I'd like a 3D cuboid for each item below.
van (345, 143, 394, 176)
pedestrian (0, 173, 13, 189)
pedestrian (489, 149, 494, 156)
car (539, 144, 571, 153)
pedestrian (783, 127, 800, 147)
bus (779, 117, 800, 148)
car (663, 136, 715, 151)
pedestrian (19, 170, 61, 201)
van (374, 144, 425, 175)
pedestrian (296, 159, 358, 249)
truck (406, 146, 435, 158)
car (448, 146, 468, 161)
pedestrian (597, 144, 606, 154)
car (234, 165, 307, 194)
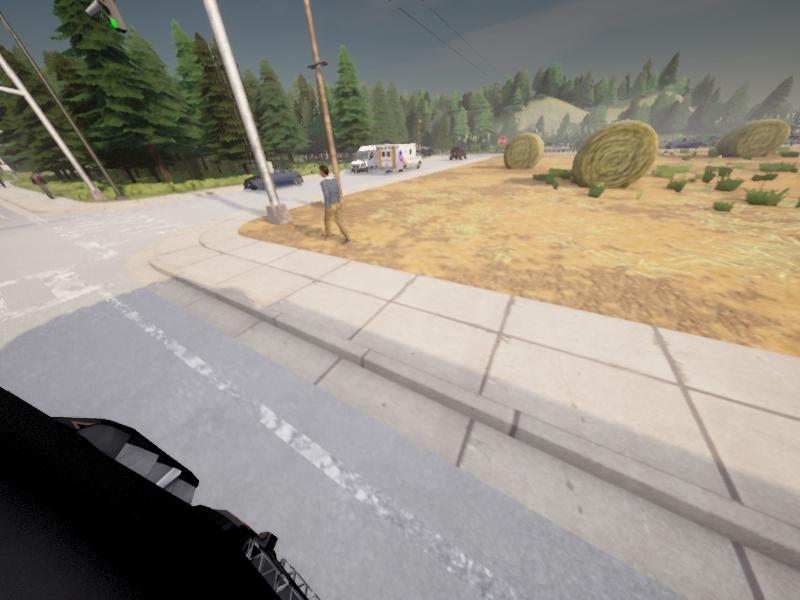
[{"bbox_3d":[-3.145,-15.739,25.752,1.988,2.561,5.915,16,39,27],"label":"van"},{"bbox_3d":[-48.341,-14.534,27.894,0.751,1.860,0.751,12,37,22],"label":"pedestrian"},{"bbox_3d":[15.761,-25.476,39.903,0.500,1.100,0.500,26,43,37],"label":"pedestrian"},{"bbox_3d":[29.019,-28.482,43.437,4.718,1.301,1.895,18,39,29],"label":"car"},{"bbox_3d":[44.292,-18.192,25.812,0.751,1.860,0.751,-30,42,-34],"label":"pedestrian"},{"bbox_3d":[52.744,-19.518,25.280,10.273,4.253,3.944,18,39,29],"label":"bus"},{"bbox_3d":[40.945,-22.259,32.898,4.193,1.474,1.816,18,39,29],"label":"car"},{"bbox_3d":[-24.956,-7.976,16.074,0.751,1.860,0.751,21,40,32],"label":"pedestrian"},{"bbox_3d":[0.151,-15.083,24.604,2.351,2.431,6.366,16,38,27],"label":"van"},{"bbox_3d":[-1.689,-2.305,5.608,0.751,1.860,0.751,18,39,29],"label":"pedestrian"},{"bbox_3d":[4.655,-34.530,53.843,6.274,2.098,2.390,19,40,31],"label":"truck"},{"bbox_3d":[9.415,-23.709,37.358,1.905,1.878,3.866,16,38,27],"label":"car"},{"bbox_3d":[28.002,-21.016,32.115,0.500,1.100,0.500,-22,38,-26],"label":"pedestrian"},{"bbox_3d":[-9.508,-9.132,17.368,1.994,1.385,4.181,16,38,27],"label":"car"}]
